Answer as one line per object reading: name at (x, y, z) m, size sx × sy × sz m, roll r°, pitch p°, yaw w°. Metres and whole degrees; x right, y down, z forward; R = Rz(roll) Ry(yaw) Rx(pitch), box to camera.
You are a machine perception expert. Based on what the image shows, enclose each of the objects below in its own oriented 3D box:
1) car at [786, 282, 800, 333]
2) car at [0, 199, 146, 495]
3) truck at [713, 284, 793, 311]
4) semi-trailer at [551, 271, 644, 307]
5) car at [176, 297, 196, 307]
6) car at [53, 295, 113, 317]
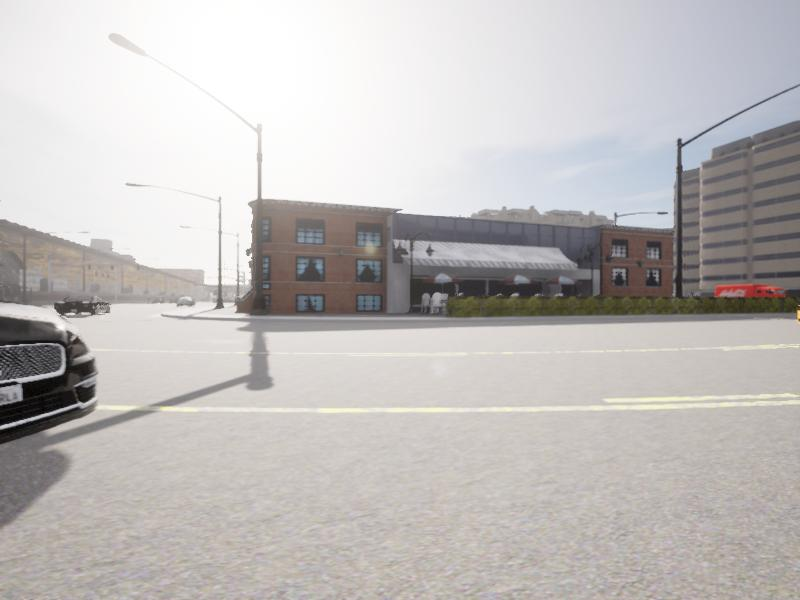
car at (14.663, 0.224, 12.226) m, size 5.008 × 1.535 × 1.882 m, roll 0°, pitch 0°, yaw -16°
car at (-4.428, 0.246, 2.393) m, size 4.892 × 1.490 × 1.837 m, roll 0°, pitch 0°, yaw 9°
truck at (33.951, -0.241, 38.693) m, size 2.627 × 2.467 × 5.204 m, roll 0°, pitch 0°, yaw -18°
semi-trailer at (27.685, -1.267, 57.596) m, size 2.717 × 4.402 × 14.254 m, roll 0°, pitch -1°, yaw -18°
car at (-31.314, 0.271, 58.711) m, size 1.812 × 1.442 × 4.674 m, roll 0°, pitch 0°, yaw -18°
car at (-20.436, 0.344, 26.035) m, size 1.895 × 1.301 × 4.718 m, roll 0°, pitch 0°, yaw -23°
